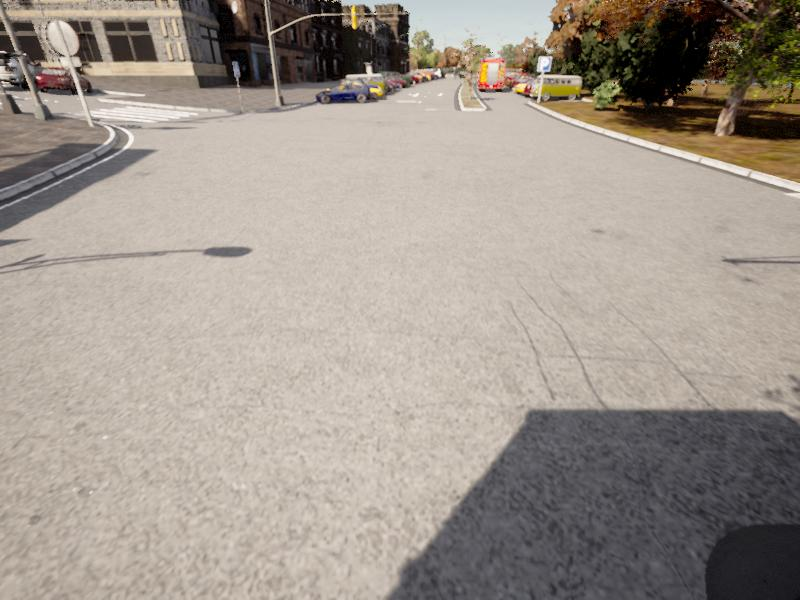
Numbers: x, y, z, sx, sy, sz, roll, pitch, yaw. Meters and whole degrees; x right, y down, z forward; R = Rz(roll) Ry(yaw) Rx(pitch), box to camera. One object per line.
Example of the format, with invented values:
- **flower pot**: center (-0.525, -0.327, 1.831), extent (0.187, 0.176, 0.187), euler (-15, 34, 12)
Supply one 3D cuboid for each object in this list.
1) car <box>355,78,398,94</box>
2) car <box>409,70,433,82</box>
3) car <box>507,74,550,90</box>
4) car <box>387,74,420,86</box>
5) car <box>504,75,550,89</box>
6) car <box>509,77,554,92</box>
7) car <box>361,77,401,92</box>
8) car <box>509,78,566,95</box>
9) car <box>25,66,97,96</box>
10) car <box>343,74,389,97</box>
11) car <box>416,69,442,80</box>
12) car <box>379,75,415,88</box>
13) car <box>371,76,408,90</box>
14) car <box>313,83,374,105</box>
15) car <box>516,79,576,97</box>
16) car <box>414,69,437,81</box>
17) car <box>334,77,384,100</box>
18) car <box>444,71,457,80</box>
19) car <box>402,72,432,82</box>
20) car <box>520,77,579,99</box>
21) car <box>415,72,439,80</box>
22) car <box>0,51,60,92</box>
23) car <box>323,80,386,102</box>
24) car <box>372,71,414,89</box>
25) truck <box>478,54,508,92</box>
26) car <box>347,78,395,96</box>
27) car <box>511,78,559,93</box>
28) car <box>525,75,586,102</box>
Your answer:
- **car**: center (-2.799, -25.161, 46.989), extent (4.674, 1.452, 2.002), euler (-7, 31, -10)
- **car**: center (4.182, -44.984, 80.190), extent (4.442, 1.987, 1.878), euler (-5, 30, -7)
- **car**: center (16.380, -27.889, 51.197), extent (4.553, 1.767, 2.185), euler (-5, 31, -10)
- **car**: center (0.555, -35.772, 64.970), extent (5.008, 1.535, 2.097), euler (-6, 31, -8)
- **car**: center (17.048, -29.287, 53.818), extent (5.366, 1.575, 1.946), euler (-5, 31, -9)
- **car**: center (15.967, -26.263, 48.761), extent (4.674, 1.452, 2.002), euler (-5, 31, -10)
- **car**: center (-2.380, -26.678, 49.572), extent (4.674, 1.452, 2.002), euler (-7, 30, -10)
- **car**: center (14.967, -23.305, 43.645), extent (5.366, 1.575, 1.946), euler (-6, 31, -11)
- **car**: center (-21.703, -14.177, 25.855), extent (2.002, 1.452, 4.674), euler (-5, 30, -19)
- **car**: center (-3.494, -22.375, 41.718), extent (4.442, 1.987, 1.878), euler (-7, 31, -11)
- **car**: center (6.545, -50.959, 90.302), extent (5.566, 2.045, 2.435), euler (-5, 31, -6)
- **car**: center (-0.503, -32.760, 59.845), extent (5.008, 1.535, 2.097), euler (-6, 30, -9)
- **car**: center (-1.470, -29.702, 54.717), extent (4.674, 1.452, 2.002), euler (-7, 31, -9)
- **car**: center (-4.840, -17.607, 34.122), extent (4.792, 1.488, 2.163), euler (-8, 31, -12)
- **car**: center (14.940, -21.856, 41.189), extent (5.366, 1.575, 1.946), euler (-6, 31, -11)
- **car**: center (5.430, -47.972, 85.270), extent (4.442, 1.987, 1.878), euler (-5, 30, -6)
- **car**: center (-4.008, -20.751, 39.155), extent (4.553, 1.767, 2.185), euler (-8, 31, -11)
- **car**: center (11.464, -50.824, 90.510), extent (2.242, 1.667, 4.611), euler (6, 31, 11)
- **car**: center (3.272, -43.264, 77.716), extent (5.366, 1.575, 1.946), euler (-5, 31, -7)
- **car**: center (14.357, -20.450, 38.554), extent (4.553, 1.767, 2.185), euler (-6, 31, -11)
- **car**: center (5.945, -49.257, 87.903), extent (5.008, 1.535, 2.097), euler (-5, 30, -6)
- **car**: center (-24.696, -14.718, 25.662), extent (2.435, 2.045, 5.566), euler (-5, 30, -19)
- **car**: center (-4.148, -19.154, 36.672), extent (5.366, 1.575, 1.946), euler (-8, 31, -11)
- **car**: center (-0.972, -31.472, 57.155), extent (5.566, 2.045, 2.435), euler (-6, 30, -9)
- **truck**: center (11.454, -28.514, 50.269), extent (2.891, 3.827, 8.468), euler (4, 31, 8)
- **car**: center (-3.219, -23.680, 44.392), extent (4.892, 1.521, 2.231), euler (-7, 31, -10)
- **car**: center (15.548, -24.777, 46.235), extent (4.674, 1.452, 2.002), euler (-5, 31, -10)
- **car**: center (13.926, -19.035, 35.948), extent (4.442, 1.987, 1.878), euler (-6, 31, -12)
